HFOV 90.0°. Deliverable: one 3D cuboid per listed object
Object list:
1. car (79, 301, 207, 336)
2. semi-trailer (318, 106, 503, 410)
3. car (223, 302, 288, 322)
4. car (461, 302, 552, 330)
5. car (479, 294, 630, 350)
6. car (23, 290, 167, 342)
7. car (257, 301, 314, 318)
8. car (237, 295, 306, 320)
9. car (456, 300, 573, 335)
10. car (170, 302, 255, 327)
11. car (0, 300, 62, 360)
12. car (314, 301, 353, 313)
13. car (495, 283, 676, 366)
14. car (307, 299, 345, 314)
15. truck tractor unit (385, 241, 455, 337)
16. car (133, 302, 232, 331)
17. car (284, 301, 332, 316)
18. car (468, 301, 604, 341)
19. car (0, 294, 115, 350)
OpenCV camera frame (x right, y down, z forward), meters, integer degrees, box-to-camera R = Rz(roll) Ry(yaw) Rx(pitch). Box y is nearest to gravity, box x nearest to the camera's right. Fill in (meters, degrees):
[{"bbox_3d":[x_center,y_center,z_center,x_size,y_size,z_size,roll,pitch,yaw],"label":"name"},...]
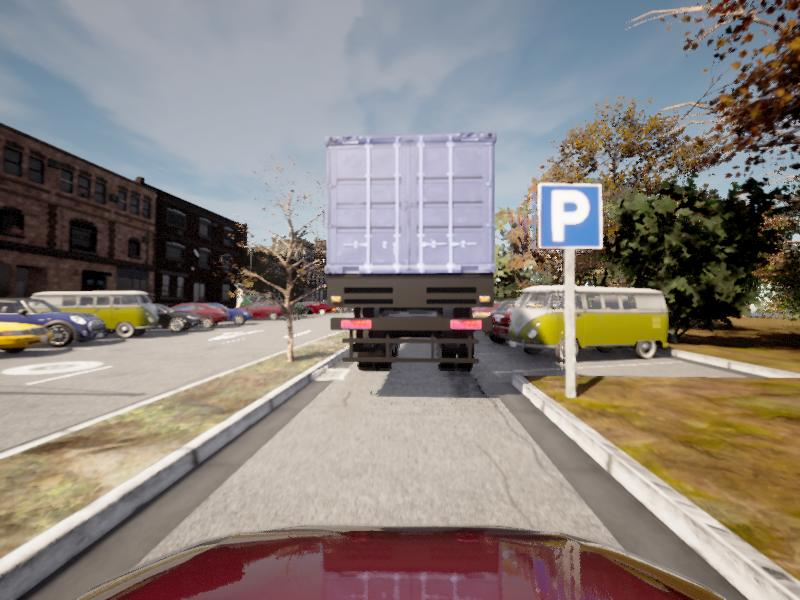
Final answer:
[{"bbox_3d":[-12.514,0.851,19.896,4.892,1.521,2.231,-1,0,-16],"label":"car"},{"bbox_3d":[0.587,-0.603,12.997,2.717,4.402,14.254,0,0,4],"label":"semi-trailer"},{"bbox_3d":[-11.412,0.910,31.926,4.674,1.452,2.002,-1,0,-14],"label":"car"},{"bbox_3d":[6.110,0.897,23.050,4.674,1.452,2.002,1,0,-15],"label":"car"},{"bbox_3d":[5.397,0.721,14.184,4.553,1.767,2.185,1,0,-16],"label":"car"},{"bbox_3d":[-12.628,0.617,16.919,4.442,1.987,1.878,-1,0,-16],"label":"car"},{"bbox_3d":[-10.769,0.881,37.940,5.008,1.535,2.097,-1,0,-14],"label":"car"},{"bbox_3d":[-11.076,0.624,34.948,5.566,2.045,2.435,-1,0,-14],"label":"car"},{"bbox_3d":[5.691,0.848,20.045,5.366,1.575,1.946,1,0,-15],"label":"car"},{"bbox_3d":[-11.999,0.900,25.917,4.674,1.452,2.002,-1,0,-15],"label":"car"},{"bbox_3d":[-12.958,0.828,10.910,5.366,1.575,1.946,-1,0,-17],"label":"car"},{"bbox_3d":[-8.806,0.908,52.916,4.892,1.521,2.231,-1,0,-12],"label":"car"},{"bbox_3d":[5.127,0.616,11.203,4.442,1.987,1.878,1,0,-16],"label":"car"},{"bbox_3d":[-9.218,0.776,49.925,4.553,1.767,2.185,-1,0,-12],"label":"car"},{"bbox_3d":[1.121,-0.498,20.894,3.053,4.208,6.516,0,0,5],"label":"truck tractor unit"},{"bbox_3d":[-12.256,0.894,22.904,4.674,1.452,2.002,-1,0,-15],"label":"car"},{"bbox_3d":[-10.032,0.892,43.933,5.008,1.535,2.097,-1,0,-13],"label":"car"},{"bbox_3d":[5.818,0.850,17.196,5.366,1.575,1.946,1,0,-15],"label":"car"},{"bbox_3d":[-12.977,0.713,13.863,4.553,1.767,2.185,-1,0,-16],"label":"car"}]
